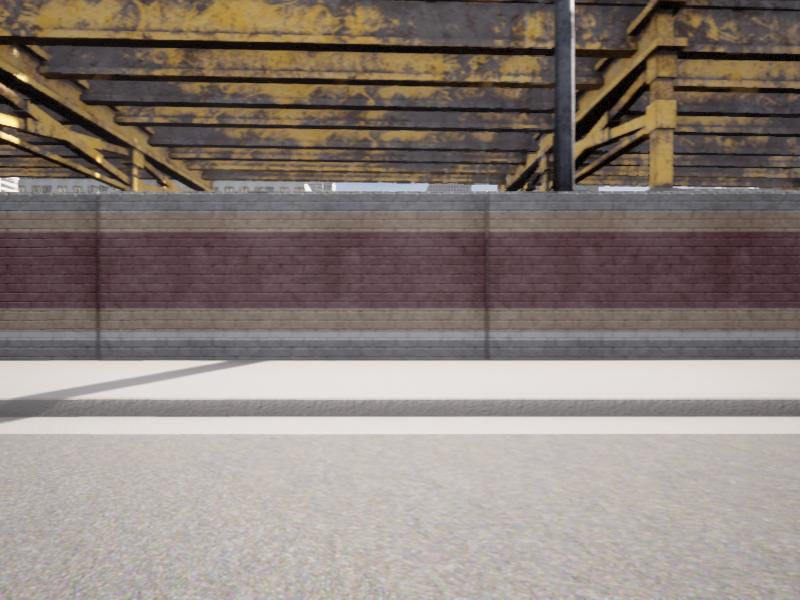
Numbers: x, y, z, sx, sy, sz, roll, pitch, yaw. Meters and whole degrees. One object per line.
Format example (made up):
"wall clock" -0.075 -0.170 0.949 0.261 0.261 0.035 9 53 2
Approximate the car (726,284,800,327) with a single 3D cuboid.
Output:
"car" 15.245 0.190 14.634 4.974 1.542 2.038 0 0 44

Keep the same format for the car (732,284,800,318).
"car" 15.207 0.032 14.670 4.536 1.218 1.853 0 0 44
